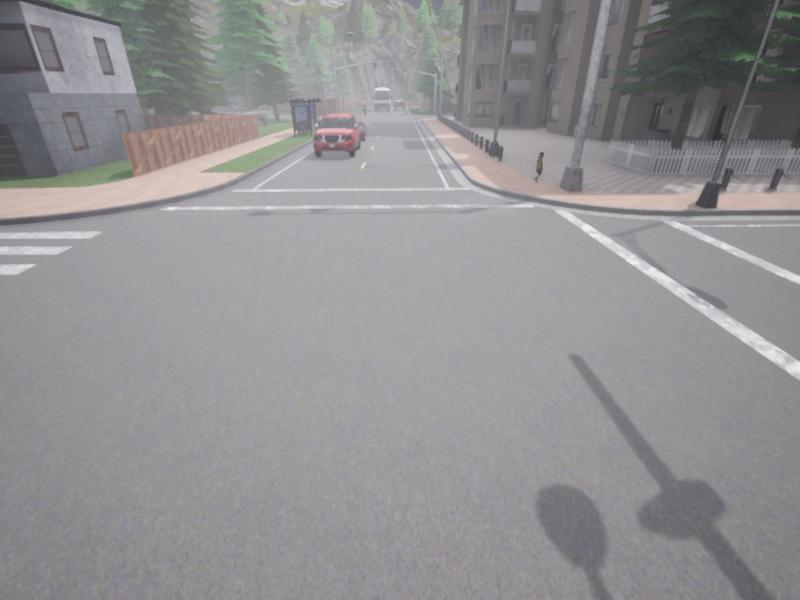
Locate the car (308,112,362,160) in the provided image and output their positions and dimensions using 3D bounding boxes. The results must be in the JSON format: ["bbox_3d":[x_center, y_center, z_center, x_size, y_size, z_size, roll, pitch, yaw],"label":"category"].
[{"bbox_3d":[-3.506,-9.515,22.930,2.150,2.045,5.566,0,27,0],"label":"car"}]

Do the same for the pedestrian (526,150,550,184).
[{"bbox_3d":[4.924,-4.772,14.342,0.500,1.100,0.500,-2,27,-5],"label":"pedestrian"}]

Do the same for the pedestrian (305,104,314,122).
[{"bbox_3d":[-10.443,-21.649,46.383,0.751,1.860,0.751,-2,27,-3],"label":"pedestrian"}]

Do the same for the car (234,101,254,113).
[{"bbox_3d":[-27.548,-34.052,70.581,1.905,1.878,3.866,-1,27,-1],"label":"car"}]

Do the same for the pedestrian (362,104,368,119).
[{"bbox_3d":[-4.761,-25.652,54.517,0.751,1.860,0.751,0,27,1],"label":"pedestrian"}]

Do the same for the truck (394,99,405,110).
[{"bbox_3d":[-0.032,-44.840,91.689,2.390,2.098,6.274,0,27,0],"label":"truck"}]

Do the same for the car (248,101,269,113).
[{"bbox_3d":[-25.044,-34.257,70.978,1.932,1.855,4.605,-1,27,-1],"label":"car"}]

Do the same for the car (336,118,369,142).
[{"bbox_3d":[-3.510,-12.865,30.199,1.994,1.385,4.181,0,27,0],"label":"car"}]

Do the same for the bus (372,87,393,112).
[{"bbox_3d":[-3.406,-40.792,81.445,3.944,4.253,10.273,0,27,0],"label":"bus"}]
